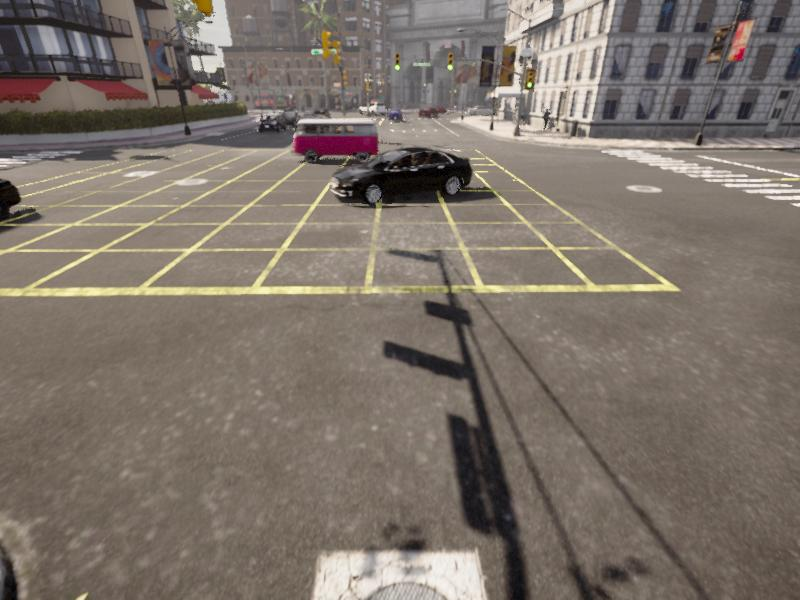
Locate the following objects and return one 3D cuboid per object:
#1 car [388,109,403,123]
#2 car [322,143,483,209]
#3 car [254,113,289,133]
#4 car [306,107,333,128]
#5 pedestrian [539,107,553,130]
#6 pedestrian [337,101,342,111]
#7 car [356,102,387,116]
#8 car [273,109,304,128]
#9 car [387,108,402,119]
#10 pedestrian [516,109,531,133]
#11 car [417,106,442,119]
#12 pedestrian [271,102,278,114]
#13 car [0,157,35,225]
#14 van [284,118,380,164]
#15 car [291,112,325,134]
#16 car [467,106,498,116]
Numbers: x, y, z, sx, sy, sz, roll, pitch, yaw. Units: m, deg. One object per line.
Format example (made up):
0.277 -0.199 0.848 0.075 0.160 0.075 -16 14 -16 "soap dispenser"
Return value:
-0.577 -23.725 51.397 1.812 1.442 4.674 0 27 -1 "car"
0.125 -4.244 13.304 4.892 1.490 1.837 -12 29 -22 "car"
-11.913 -16.543 37.347 1.970 1.475 3.806 0 27 -1 "car"
-8.479 -19.507 42.692 1.932 1.855 4.605 0 27 -1 "car"
13.233 -16.430 36.299 0.751 1.860 0.751 0 27 -1 "pedestrian"
-12.469 -40.148 82.628 0.751 1.860 0.751 1 27 1 "pedestrian"
-4.761 -31.820 66.553 2.150 2.045 5.566 -23 35 -37 "car"
-11.985 -19.665 43.263 1.930 1.638 5.238 0 27 -1 "car"
-0.850 -27.642 59.207 1.895 1.301 4.718 -2 27 -3 "car"
10.319 -14.950 33.411 0.751 1.860 0.751 -4 27 -7 "pedestrian"
4.457 -28.119 59.869 1.882 1.535 5.008 12 29 23 "car"
-22.614 -34.488 71.920 0.751 1.860 0.751 0 27 1 "pedestrian"
-11.588 -2.064 9.020 2.038 1.542 4.974 0 27 -1 "car"
-3.259 -8.036 20.172 4.442 1.987 1.775 0 27 -1 "van"
-8.416 -16.503 37.208 2.038 1.542 4.974 0 27 -1 "car"
13.515 -31.101 65.784 4.674 1.442 1.812 0 27 0 "car"
